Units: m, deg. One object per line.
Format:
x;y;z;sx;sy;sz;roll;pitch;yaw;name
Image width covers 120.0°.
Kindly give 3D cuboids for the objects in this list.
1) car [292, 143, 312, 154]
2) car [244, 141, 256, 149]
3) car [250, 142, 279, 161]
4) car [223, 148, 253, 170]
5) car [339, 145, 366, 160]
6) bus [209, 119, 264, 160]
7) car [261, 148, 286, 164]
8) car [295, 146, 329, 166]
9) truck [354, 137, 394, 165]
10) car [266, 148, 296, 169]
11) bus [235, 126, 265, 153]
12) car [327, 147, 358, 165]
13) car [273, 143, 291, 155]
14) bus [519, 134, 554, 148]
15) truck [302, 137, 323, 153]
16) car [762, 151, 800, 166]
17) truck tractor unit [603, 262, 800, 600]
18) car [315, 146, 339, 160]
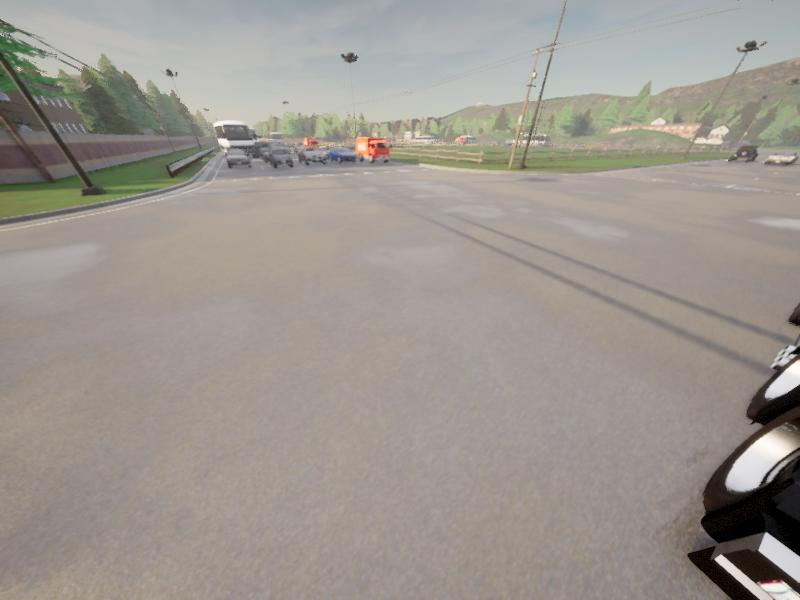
-18.236;-28.154;42.895;2.242;1.667;4.611;-18;39;-25;car
-40.973;-42.410;63.245;2.152;1.651;5.027;-18;39;-25;car
-18.141;-20.003;30.982;1.905;1.878;3.866;-27;44;-33;car
-15.594;-13.665;22.269;1.812;1.442;4.674;-18;39;-25;car
-6.760;-20.849;32.615;2.007;1.525;4.514;-18;39;-25;car
-23.728;-23.197;33.408;3.944;4.253;10.273;-25;42;-30;bus
-15.024;-17.123;27.315;1.994;1.385;4.181;-18;39;-24;car
-9.784;-15.955;25.460;2.152;1.651;5.027;-18;39;-25;car
-3.115;-17.688;27.267;2.627;2.467;5.204;-18;39;-25;truck
-11.507;-13.666;22.211;1.789;1.549;3.705;-18;39;-25;car
-31.798;-34.418;49.522;3.944;4.253;10.273;-15;38;-21;bus
-6.760;-16.912;26.940;1.882;1.535;5.008;-18;39;-25;car
-20.737;-26.534;40.542;2.242;1.667;4.611;-16;38;-22;car
52.504;-61.392;89.102;3.944;4.253;10.273;-19;39;-25;bus
-18.477;-32.685;48.648;2.627;2.467;5.204;-18;42;-25;truck
47.047;-17.394;28.337;4.718;1.301;1.895;-18;39;-24;car
5.105;-0.307;0.794;6.516;4.208;3.053;-18;39;-24;truck tractor unit
-9.921;-19.967;31.360;1.970;1.475;3.806;-18;39;-25;car
